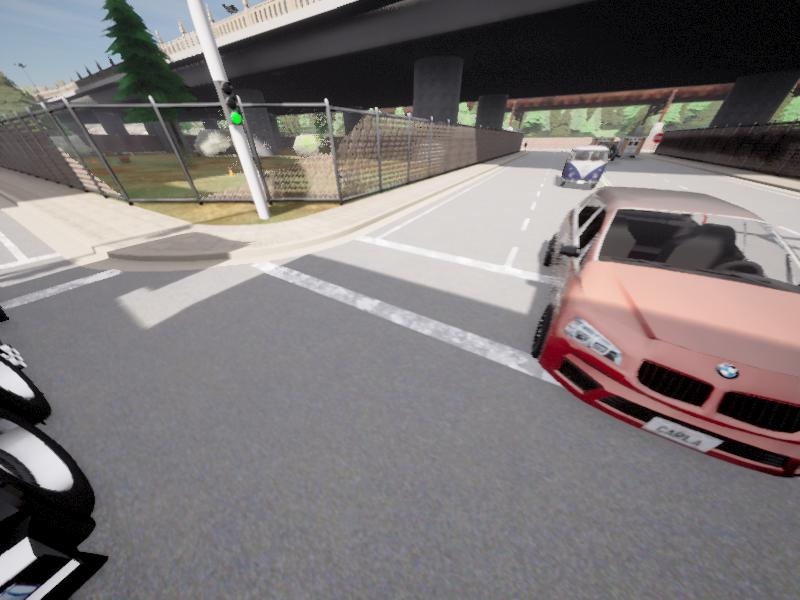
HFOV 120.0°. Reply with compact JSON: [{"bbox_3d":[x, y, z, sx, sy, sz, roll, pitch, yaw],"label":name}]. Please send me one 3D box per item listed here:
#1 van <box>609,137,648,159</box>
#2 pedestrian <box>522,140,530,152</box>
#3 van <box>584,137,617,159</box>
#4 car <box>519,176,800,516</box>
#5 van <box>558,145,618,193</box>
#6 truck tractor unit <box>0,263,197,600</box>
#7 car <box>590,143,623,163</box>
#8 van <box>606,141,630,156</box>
[{"bbox_3d":[32.754,-22.020,33.349,2.351,2.431,6.366,18,39,24],"label":"van"},{"bbox_3d":[25.276,-30.901,46.350,0.751,1.860,0.751,11,36,16],"label":"pedestrian"},{"bbox_3d":[28.929,-22.220,33.662,2.351,2.431,6.366,18,39,24],"label":"van"},{"bbox_3d":[3.389,-0.458,3.208,2.242,1.667,4.611,18,38,24],"label":"car"},{"bbox_3d":[10.590,-7.759,13.391,1.775,1.987,4.442,18,39,24],"label":"van"},{"bbox_3d":[-5.107,-0.307,0.775,6.516,4.208,3.053,19,39,24],"label":"truck tractor unit"},{"bbox_3d":[24.850,-17.925,27.999,1.932,1.855,4.605,18,39,24],"label":"car"},{"bbox_3d":[36.352,-25.432,38.615,1.775,1.987,4.442,18,39,24],"label":"van"}]
